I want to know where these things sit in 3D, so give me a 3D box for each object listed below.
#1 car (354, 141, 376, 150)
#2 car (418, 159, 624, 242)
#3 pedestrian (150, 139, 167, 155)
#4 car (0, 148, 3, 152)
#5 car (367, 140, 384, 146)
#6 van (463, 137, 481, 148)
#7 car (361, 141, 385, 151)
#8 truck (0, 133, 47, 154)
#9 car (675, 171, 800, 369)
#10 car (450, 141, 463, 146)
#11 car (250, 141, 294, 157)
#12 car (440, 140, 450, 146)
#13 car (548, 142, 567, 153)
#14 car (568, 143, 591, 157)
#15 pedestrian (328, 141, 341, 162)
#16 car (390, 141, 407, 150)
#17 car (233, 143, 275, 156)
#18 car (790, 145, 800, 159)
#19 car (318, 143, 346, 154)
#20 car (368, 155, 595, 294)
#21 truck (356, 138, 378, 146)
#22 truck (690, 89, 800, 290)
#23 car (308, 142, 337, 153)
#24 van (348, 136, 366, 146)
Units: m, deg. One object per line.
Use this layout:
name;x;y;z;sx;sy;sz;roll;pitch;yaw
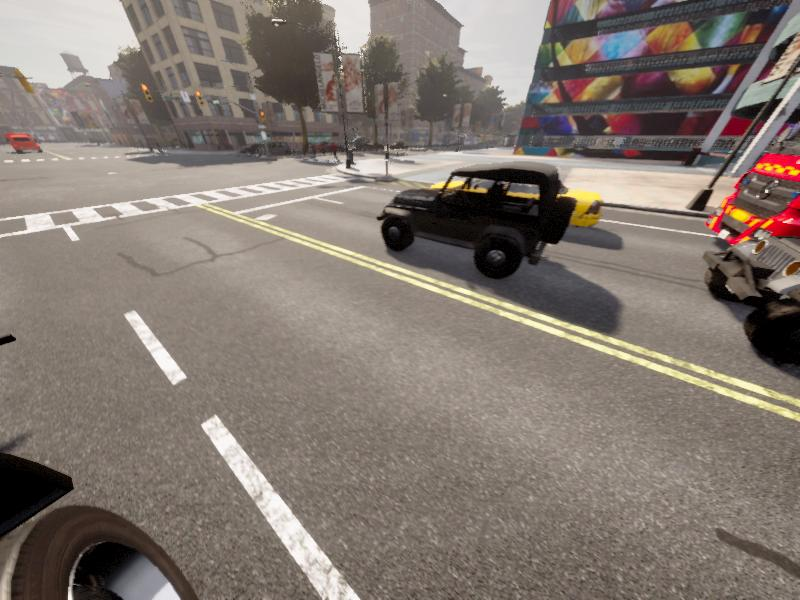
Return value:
car;-7.364;-32.916;49.258;1.837;1.490;4.892;22;40;28
car;3.399;-3.502;7.540;5.366;1.575;1.801;22;41;28
pedestrian;-33.674;-21.336;32.221;0.751;1.860;0.751;22;40;27
car;-63.851;-23.718;35.698;3.806;1.475;1.970;22;41;28
car;-7.700;-49.444;72.629;5.366;1.575;1.801;21;40;26
van;20.210;-44.276;64.818;2.351;2.431;6.366;22;41;28
car;-5.380;-31.010;46.556;2.128;1.511;4.902;22;40;28
truck;-56.046;-23.385;34.428;5.204;2.467;2.627;23;41;28
car;6.300;-0.006;2.336;3.866;1.878;1.905;22;40;27
car;18.300;-50.327;74.283;2.033;1.411;5.357;22;41;28
car;-17.663;-20.991;32.086;2.242;1.667;4.611;22;40;27
car;14.621;-50.886;74.926;1.845;1.501;3.633;22;41;28
car;29.702;-28.828;43.642;2.161;1.482;4.786;22;41;28
car;26.437;-22.044;33.915;2.128;1.511;4.902;22;41;28
pedestrian;-7.081;-16.117;25.060;0.751;1.860;0.751;27;43;32
car;-0.410;-35.116;52.343;1.851;1.617;3.988;22;41;28
car;-21.035;-21.903;33.543;1.812;1.442;4.674;25;42;30
car;54.612;-19.298;29.679;2.435;2.045;5.566;22;41;28
car;-11.567;-25.895;39.362;1.994;1.385;4.181;22;41;28
car;1.470;-1.963;5.068;3.866;1.878;1.905;22;40;27
truck;-10.112;-48.115;70.274;6.274;2.098;2.390;21;40;27
truck;11.003;-1.333;2.583;8.468;3.827;2.891;21;40;27
car;-13.848;-27.608;41.635;2.007;1.525;4.514;22;41;28
van;-14.177;-52.377;75.900;5.915;2.561;1.988;22;40;27
